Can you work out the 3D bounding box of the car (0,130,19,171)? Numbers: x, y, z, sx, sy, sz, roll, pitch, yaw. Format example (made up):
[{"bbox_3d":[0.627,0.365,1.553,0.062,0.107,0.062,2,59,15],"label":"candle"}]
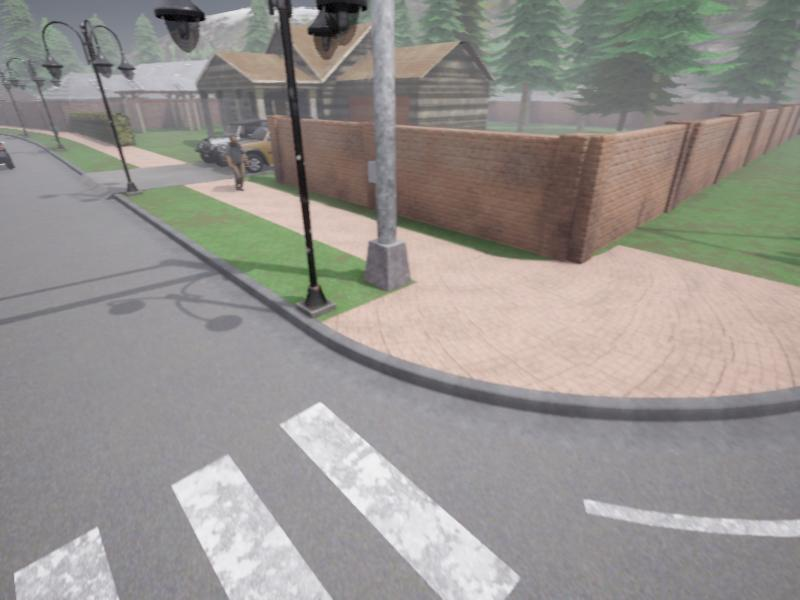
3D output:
[{"bbox_3d":[-19.541,-7.012,18.754,1.845,1.501,3.633,-24,35,-38],"label":"car"}]

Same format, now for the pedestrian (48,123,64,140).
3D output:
[{"bbox_3d":[-25.161,-12.325,29.255,0.500,1.100,0.500,19,33,33],"label":"pedestrian"}]

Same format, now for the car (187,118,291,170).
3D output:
[{"bbox_3d":[-7.510,-7.491,18.954,3.866,1.878,1.905,-24,35,-38],"label":"car"}]

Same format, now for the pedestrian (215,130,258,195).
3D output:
[{"bbox_3d":[-5.269,-4.444,12.928,0.751,1.860,0.751,-23,35,-37],"label":"pedestrian"}]

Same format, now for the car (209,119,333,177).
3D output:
[{"bbox_3d":[-5.482,-6.797,17.584,4.605,1.855,1.932,-24,35,-38],"label":"car"}]
